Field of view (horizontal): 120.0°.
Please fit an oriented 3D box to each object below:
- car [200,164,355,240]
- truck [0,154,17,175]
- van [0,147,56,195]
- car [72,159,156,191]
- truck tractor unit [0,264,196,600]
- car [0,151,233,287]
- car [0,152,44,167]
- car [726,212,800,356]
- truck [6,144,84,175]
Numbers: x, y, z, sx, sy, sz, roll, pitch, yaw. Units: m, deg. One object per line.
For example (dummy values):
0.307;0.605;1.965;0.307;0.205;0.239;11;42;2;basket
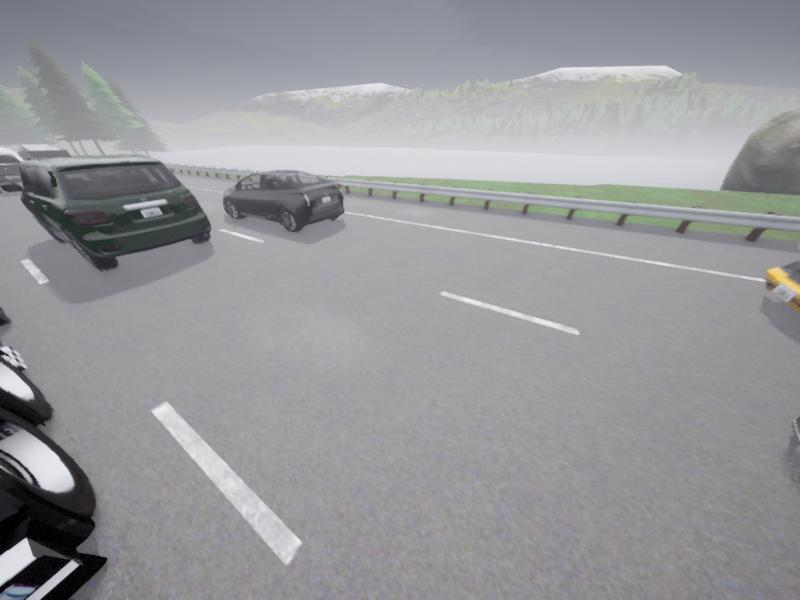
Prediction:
-3.984;-3.446;7.658;4.514;1.525;2.007;18;39;24;car
-35.784;-11.887;19.254;5.204;2.467;2.627;18;39;25;truck
-22.287;-7.314;12.935;4.480;2.038;2.069;18;39;25;van
-17.610;-7.793;14.233;4.718;1.301;1.895;18;39;24;car
-5.111;-0.300;0.786;6.516;4.208;3.053;18;39;24;truck tractor unit
-7.260;-2.418;5.757;5.566;2.045;2.150;18;39;24;car
-43.602;-16.194;26.547;4.718;1.301;1.895;17;38;23;car
7.813;0.376;2.010;5.366;1.575;1.801;18;39;24;car
-32.136;-12.857;20.939;6.274;2.098;2.390;18;39;25;truck
